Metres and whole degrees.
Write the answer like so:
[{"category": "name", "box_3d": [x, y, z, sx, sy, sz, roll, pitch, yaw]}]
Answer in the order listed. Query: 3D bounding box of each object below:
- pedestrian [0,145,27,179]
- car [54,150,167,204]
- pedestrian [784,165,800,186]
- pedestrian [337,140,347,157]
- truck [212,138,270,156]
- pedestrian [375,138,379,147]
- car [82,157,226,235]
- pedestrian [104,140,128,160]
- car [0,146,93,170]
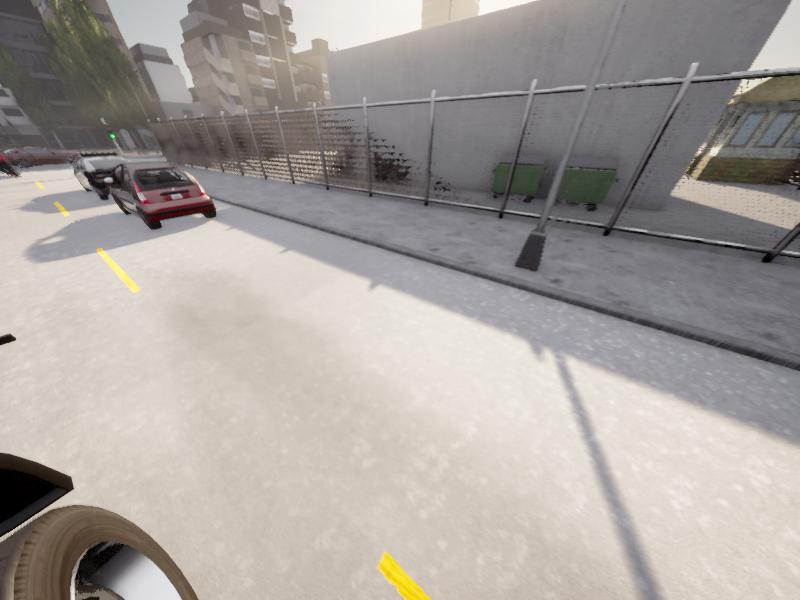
[{"category": "pedestrian", "box_3d": [-24.464, -8.484, 14.104, 0.751, 1.860, 0.751, 8, 36, 11]}, {"category": "car", "box_3d": [-13.399, -5.848, 10.684, 5.238, 1.638, 1.930, 22, 40, 27]}, {"category": "pedestrian", "box_3d": [22.594, -7.270, 12.583, 0.751, 1.860, 0.751, 24, 41, 29]}, {"category": "pedestrian", "box_3d": [-7.351, -19.328, 29.463, 0.751, 1.860, 0.751, 13, 37, 18]}, {"category": "truck", "box_3d": [-23.009, -22.539, 33.904, 2.390, 2.098, 6.274, 22, 40, 28]}, {"category": "pedestrian", "box_3d": [-5.947, -40.480, 59.498, 0.751, 1.860, 0.751, 16, 38, 21]}, {"category": "car", "box_3d": [-7.952, -3.567, 7.520, 3.988, 1.617, 1.851, 22, 41, 28]}, {"category": "pedestrian", "box_3d": [-31.604, -16.724, 25.744, 0.751, 1.860, 0.751, 13, 37, 18]}, {"category": "car", "box_3d": [-30.378, -12.170, 19.693, 1.812, 1.442, 4.674, 22, 41, 28]}]
